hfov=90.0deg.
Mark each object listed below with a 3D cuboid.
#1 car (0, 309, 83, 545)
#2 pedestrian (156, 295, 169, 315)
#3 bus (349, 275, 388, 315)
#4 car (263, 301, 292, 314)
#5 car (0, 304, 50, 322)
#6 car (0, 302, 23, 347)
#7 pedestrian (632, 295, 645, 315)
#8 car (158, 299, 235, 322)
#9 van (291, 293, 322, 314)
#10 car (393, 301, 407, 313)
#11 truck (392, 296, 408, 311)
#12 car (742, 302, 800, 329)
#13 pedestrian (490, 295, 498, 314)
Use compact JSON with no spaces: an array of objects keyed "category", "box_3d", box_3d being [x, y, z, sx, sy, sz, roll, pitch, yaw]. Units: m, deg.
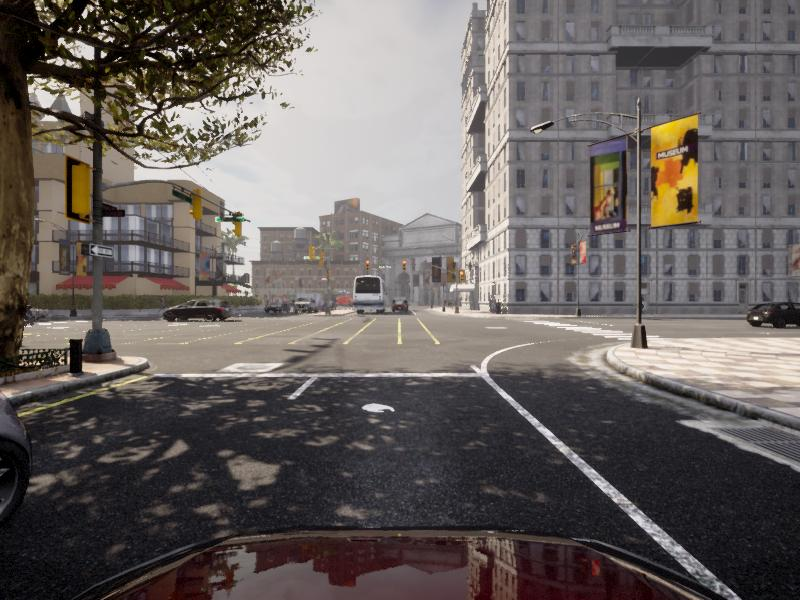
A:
[{"category":"car","box_3d":[-3.492,0.826,1.425,1.845,1.501,3.633,0,0,0]},{"category":"pedestrian","box_3d":[-22.849,0.479,38.434,0.751,1.860,0.751,0,0,12]},{"category":"bus","box_3d":[-3.622,-0.541,48.601,3.944,4.253,10.273,0,0,0]},{"category":"car","box_3d":[-15.001,0.888,49.342,2.033,1.411,5.357,0,0,0]},{"category":"car","box_3d":[-29.244,0.939,29.730,4.718,1.301,1.895,0,0,0]},{"category":"car","box_3d":[-14.623,0.827,12.035,2.007,1.525,4.514,0,0,9]},{"category":"pedestrian","box_3d":[22.010,0.480,36.889,0.751,1.860,0.751,0,0,-5]},{"category":"car","box_3d":[-15.044,0.751,29.802,4.611,1.667,2.242,0,0,0]},{"category":"van","box_3d":[-11.502,0.371,49.802,2.351,2.431,6.366,0,0,0]},{"category":"car","box_3d":[-0.022,0.862,52.172,1.812,1.442,4.674,0,0,0]},{"category":"truck","box_3d":[0.000,0.534,59.649,2.390,2.098,6.274,0,0,0]},{"category":"car","box_3d":[22.546,0.851,23.029,4.193,1.474,1.816,0,0,0]},{"category":"pedestrian","box_3d":[9.517,0.479,40.401,0.751,1.860,0.751,0,0,14]}]
